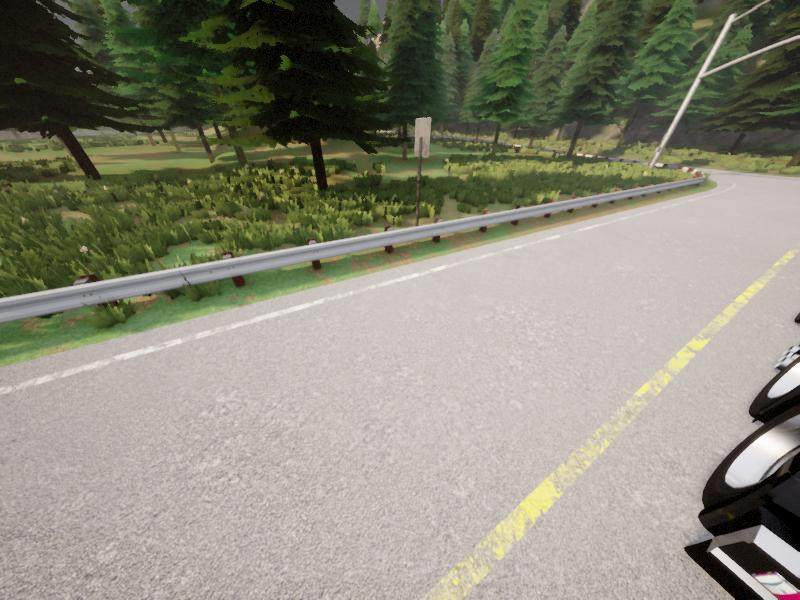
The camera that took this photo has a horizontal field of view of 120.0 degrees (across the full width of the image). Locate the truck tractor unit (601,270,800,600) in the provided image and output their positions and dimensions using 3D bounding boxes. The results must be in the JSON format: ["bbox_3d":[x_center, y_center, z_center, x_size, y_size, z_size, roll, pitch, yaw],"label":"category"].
[{"bbox_3d":[5.122,-0.290,0.769,6.516,4.208,3.053,-18,39,-24],"label":"truck tractor unit"}]

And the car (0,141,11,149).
[{"bbox_3d":[-95.230,-35.731,53.334,5.008,1.535,1.882,-18,39,-25],"label":"car"}]
